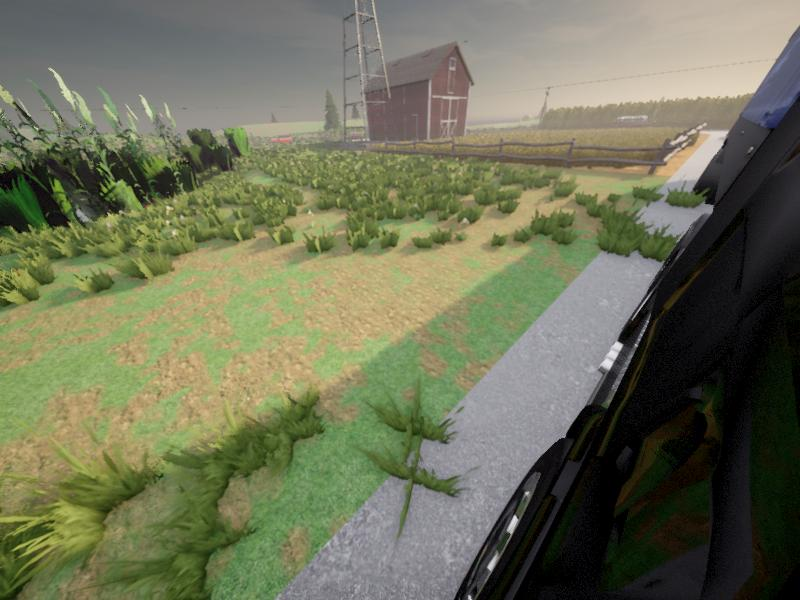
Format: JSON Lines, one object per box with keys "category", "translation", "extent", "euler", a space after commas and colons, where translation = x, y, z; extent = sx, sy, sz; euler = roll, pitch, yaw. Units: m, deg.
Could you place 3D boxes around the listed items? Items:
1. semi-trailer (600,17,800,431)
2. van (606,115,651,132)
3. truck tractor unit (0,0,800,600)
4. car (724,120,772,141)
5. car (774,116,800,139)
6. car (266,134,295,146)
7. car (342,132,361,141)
{"category": "semi-trailer", "translation": [8.576, -3.698, 4.328], "extent": [14.254, 4.402, 2.717], "euler": [-30, 44, -31]}
{"category": "van", "translation": [36.898, -28.489, 37.401], "extent": [2.069, 2.038, 4.480], "euler": [-29, 45, -31]}
{"category": "truck tractor unit", "translation": [2.645, -0.295, 0.351], "extent": [6.516, 4.208, 3.053], "euler": [-28, 44, -30]}
{"category": "car", "translation": [31.575, -15.490, 21.085], "extent": [4.718, 1.301, 1.895], "euler": [-30, 44, -31]}
{"category": "car", "translation": [34.704, -14.845, 19.870], "extent": [3.806, 1.475, 1.970], "euler": [-30, 44, -31]}
{"category": "car", "translation": [-24.466, -32.814, 47.413], "extent": [4.553, 1.767, 2.097], "euler": [-25, 42, -27]}
{"category": "car", "translation": [-11.397, -38.835, 54.819], "extent": [3.806, 1.475, 1.970], "euler": [-25, 42, -27]}
